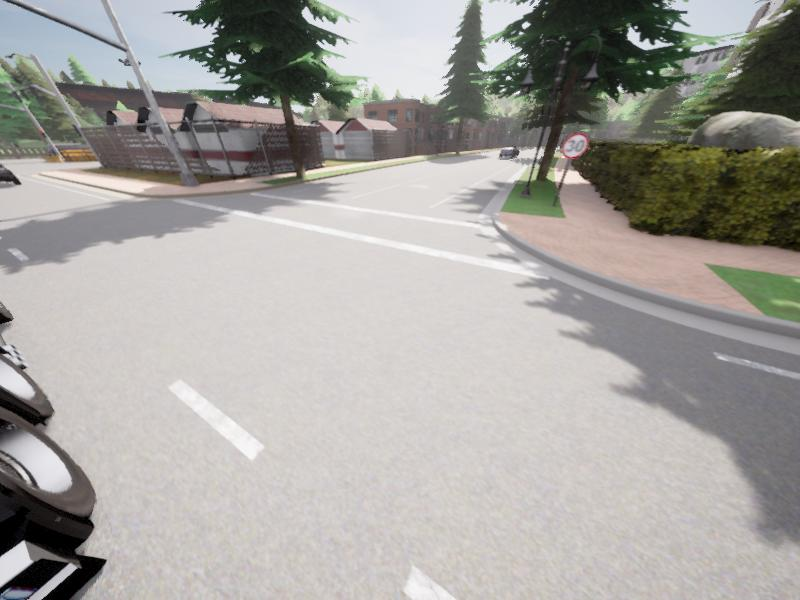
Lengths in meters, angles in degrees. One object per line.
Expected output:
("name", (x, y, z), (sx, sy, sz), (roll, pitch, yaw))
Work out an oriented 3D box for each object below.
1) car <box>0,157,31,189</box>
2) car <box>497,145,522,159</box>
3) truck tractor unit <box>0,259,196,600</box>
("car", (-25.879, -7.913, 14.278), (4.902, 1.511, 2.128), (17, 38, 23))
("car", (15.682, -21.153, 32.985), (2.033, 1.411, 5.357), (20, 40, 26))
("truck tractor unit", (-5.102, -0.309, 0.791), (6.516, 4.208, 3.053), (19, 39, 25))
